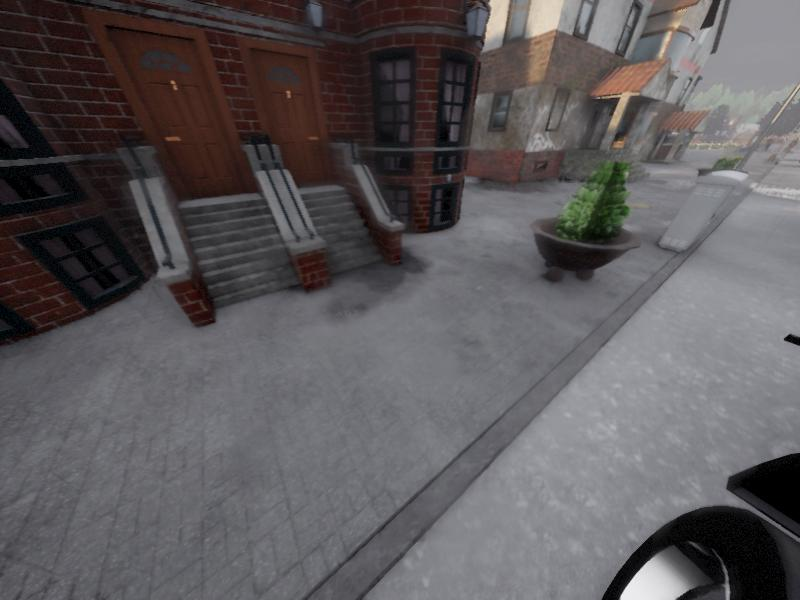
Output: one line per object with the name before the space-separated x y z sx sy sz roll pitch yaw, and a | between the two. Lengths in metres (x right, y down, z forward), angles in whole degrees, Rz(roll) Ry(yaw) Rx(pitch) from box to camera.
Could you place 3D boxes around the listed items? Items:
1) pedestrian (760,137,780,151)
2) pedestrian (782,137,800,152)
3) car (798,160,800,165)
pedestrian | 60.302 -25.376 37.674 0.751 1.860 0.751 -16 38 -21
pedestrian | 59.777 -23.600 35.157 0.751 1.860 0.751 -11 36 -14
car | 39.624 -13.497 21.671 4.718 1.301 1.895 -22 41 -28
